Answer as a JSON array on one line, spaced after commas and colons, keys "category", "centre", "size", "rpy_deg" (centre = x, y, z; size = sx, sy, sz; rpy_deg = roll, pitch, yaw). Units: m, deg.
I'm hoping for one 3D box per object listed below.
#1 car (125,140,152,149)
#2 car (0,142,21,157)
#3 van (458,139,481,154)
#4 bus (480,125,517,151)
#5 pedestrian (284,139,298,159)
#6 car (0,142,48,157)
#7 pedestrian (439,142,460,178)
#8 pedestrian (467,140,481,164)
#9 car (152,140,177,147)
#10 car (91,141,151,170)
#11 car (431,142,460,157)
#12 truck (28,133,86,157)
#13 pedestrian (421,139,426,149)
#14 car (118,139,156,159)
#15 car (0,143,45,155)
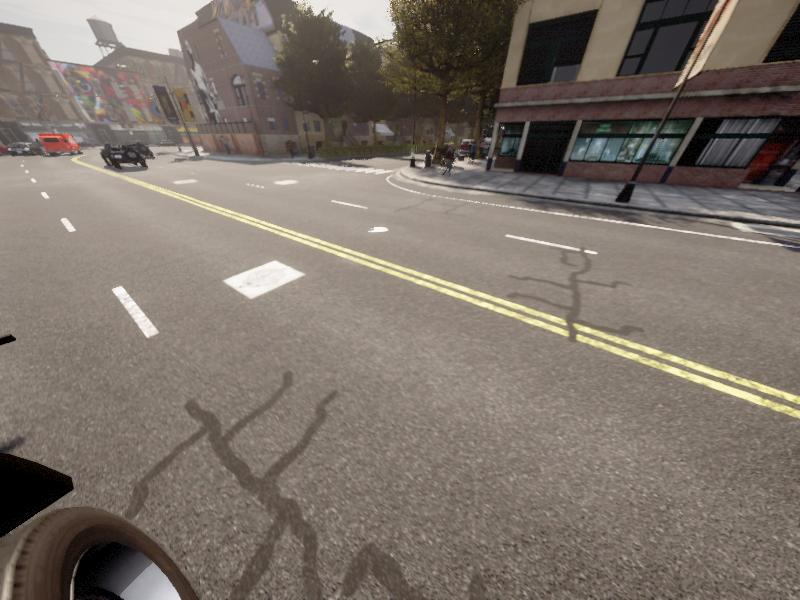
[{"category": "car", "centre": [-57.756, -34.479, 51.081], "size": [2.007, 1.525, 4.514], "rpy_deg": [-11, 37, -15]}, {"category": "car", "centre": [-52.422, -19.454, 29.810], "size": [2.002, 1.452, 4.674], "rpy_deg": [-22, 41, -28]}, {"category": "van", "centre": [12.064, -26.535, 39.874], "size": [2.069, 2.038, 4.480], "rpy_deg": [22, 41, 28]}, {"category": "bus", "centre": [21.764, -35.518, 50.780], "size": [3.944, 4.253, 10.273], "rpy_deg": [22, 41, 28]}, {"category": "pedestrian", "centre": [-12.132, -16.798, 25.716], "size": [0.751, 1.860, 0.751], "rpy_deg": [7, 36, 9]}, {"category": "car", "centre": [-49.002, -19.659, 30.186], "size": [1.970, 1.475, 3.806], "rpy_deg": [-23, 41, -29]}, {"category": "pedestrian", "centre": [3.091, -8.826, 14.533], "size": [0.751, 1.860, 0.751], "rpy_deg": [27, 43, 32]}, {"category": "pedestrian", "centre": [7.177, -14.454, 22.550], "size": [0.751, 1.860, 0.751], "rpy_deg": [24, 42, 30]}, {"category": "car", "centre": [-58.409, -38.891, 57.387], "size": [1.970, 1.475, 3.806], "rpy_deg": [3, 35, 3]}, {"category": "car", "centre": [-23.524, -12.271, 19.491], "size": [4.605, 1.855, 1.932], "rpy_deg": [23, 41, 28]}, {"category": "car", "centre": [6.621, -21.902, 33.605], "size": [1.930, 1.638, 5.238], "rpy_deg": [22, 40, 28]}, {"category": "truck", "centre": [-45.600, -20.827, 30.931], "size": [2.627, 2.467, 5.204], "rpy_deg": [-25, 42, -31]}, {"category": "pedestrian", "centre": [4.947, -32.600, 48.269], "size": [0.751, 1.860, 0.751], "rpy_deg": [21, 40, 27]}, {"category": "car", "centre": [-31.871, -18.306, 27.983], "size": [4.605, 1.855, 1.932], "rpy_deg": [25, 42, 31]}, {"category": "car", "centre": [-55.506, -22.188, 33.792], "size": [1.895, 1.301, 4.718], "rpy_deg": [-15, 38, -20]}]
